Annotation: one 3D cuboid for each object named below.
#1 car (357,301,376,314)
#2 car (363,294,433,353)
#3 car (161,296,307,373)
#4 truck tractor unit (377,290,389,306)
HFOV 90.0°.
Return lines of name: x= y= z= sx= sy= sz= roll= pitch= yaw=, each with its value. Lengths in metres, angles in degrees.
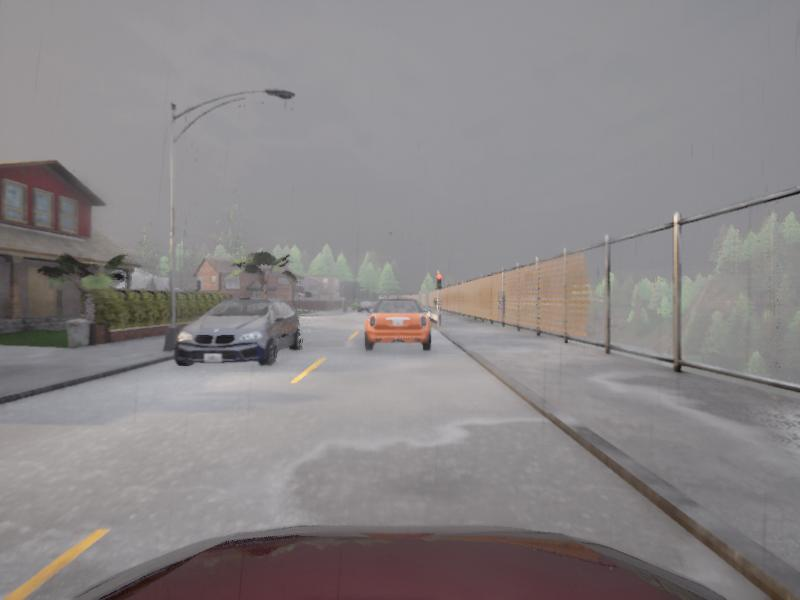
car: x=-4.071 y=0.845 z=48.868 sx=1.882 sy=1.535 sz=5.008 roll=0 pitch=0 yaw=0
car: x=-0.049 y=0.701 z=14.235 sx=2.097 sy=1.767 sz=4.553 roll=0 pitch=0 yaw=0
car: x=-4.171 y=0.762 z=11.065 sx=2.242 sy=1.667 sz=4.611 roll=0 pitch=0 yaw=-2
truck tractor unit: x=-4.603 y=-0.475 z=110.081 sx=3.053 sy=4.208 sz=6.516 roll=0 pitch=-1 yaw=-1
